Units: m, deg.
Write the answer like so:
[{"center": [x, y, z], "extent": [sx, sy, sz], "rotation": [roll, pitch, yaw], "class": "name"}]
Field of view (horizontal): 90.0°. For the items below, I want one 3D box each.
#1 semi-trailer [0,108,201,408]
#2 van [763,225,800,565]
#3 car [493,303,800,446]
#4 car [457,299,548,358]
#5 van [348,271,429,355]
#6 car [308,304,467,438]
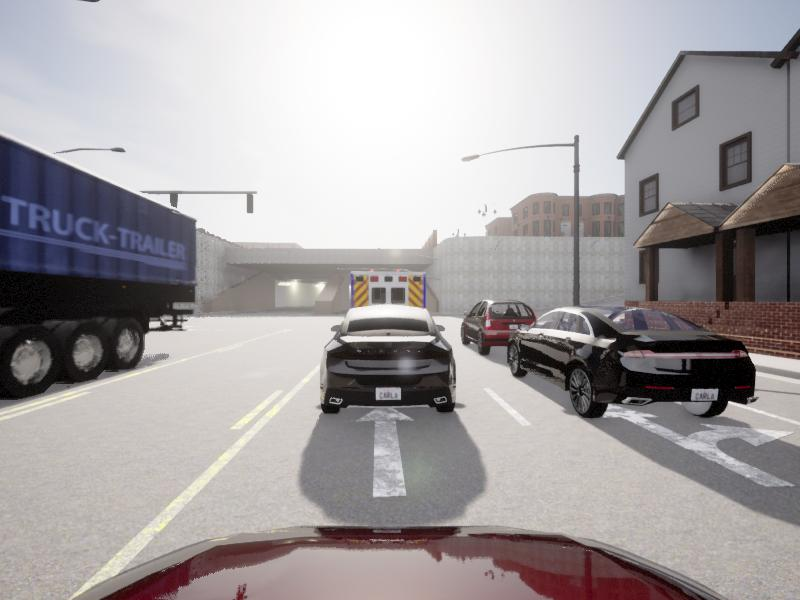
[{"center": [-7.187, -0.616, 5.088], "extent": [2.717, 4.402, 14.254], "rotation": [0, 0, -2], "class": "semi-trailer"}, {"center": [3.492, 0.572, 0.423], "extent": [2.069, 2.038, 4.480], "rotation": [0, 0, -2], "class": "van"}, {"center": [3.293, 0.836, 6.852], "extent": [2.128, 1.511, 4.902], "rotation": [0, 0, -2], "class": "car"}, {"center": [3.116, 0.788, 13.044], "extent": [1.851, 1.617, 3.988], "rotation": [0, 0, -2], "class": "car"}, {"center": [-0.436, 0.378, 14.773], "extent": [2.351, 2.431, 6.366], "rotation": [0, 0, -2], "class": "van"}, {"center": [-0.209, 0.844, 7.073], "extent": [1.837, 1.490, 4.892], "rotation": [0, 0, -2], "class": "car"}]
